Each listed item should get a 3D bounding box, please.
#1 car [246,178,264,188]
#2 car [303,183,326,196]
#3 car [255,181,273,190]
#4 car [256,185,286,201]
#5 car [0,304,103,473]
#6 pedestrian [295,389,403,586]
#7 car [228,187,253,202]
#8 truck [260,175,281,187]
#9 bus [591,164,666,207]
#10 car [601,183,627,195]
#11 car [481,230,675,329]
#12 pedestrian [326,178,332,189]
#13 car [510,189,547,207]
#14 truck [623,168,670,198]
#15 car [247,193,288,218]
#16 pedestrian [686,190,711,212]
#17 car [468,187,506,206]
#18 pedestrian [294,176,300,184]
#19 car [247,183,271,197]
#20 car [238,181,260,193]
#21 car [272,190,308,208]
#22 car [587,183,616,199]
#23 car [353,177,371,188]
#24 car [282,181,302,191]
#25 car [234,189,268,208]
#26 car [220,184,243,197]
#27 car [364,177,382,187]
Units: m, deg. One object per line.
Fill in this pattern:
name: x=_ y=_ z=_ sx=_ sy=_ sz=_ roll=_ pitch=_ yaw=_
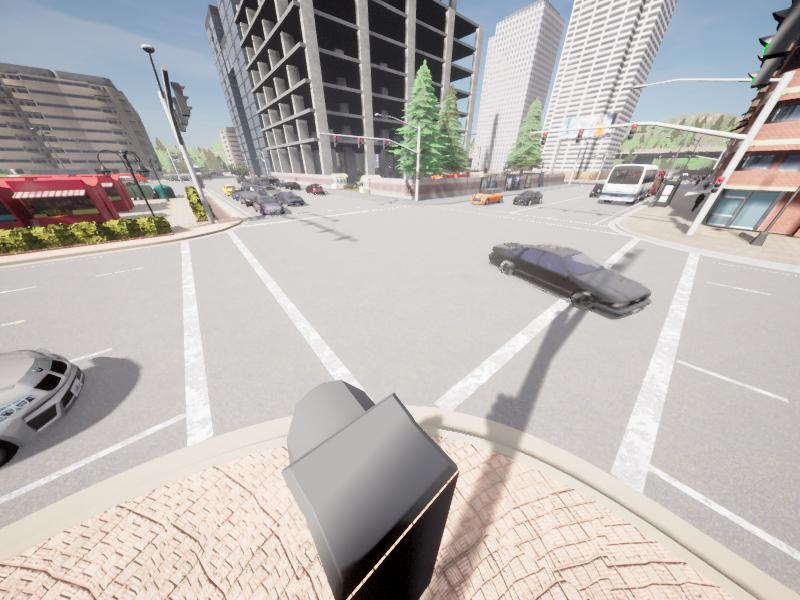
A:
car: x=-32.368 y=-26.160 z=51.584 sx=2.152 sy=1.651 sz=5.027 roll=-23 pitch=37 yaw=-34
car: x=-13.927 y=-18.001 z=37.465 sx=1.851 sy=1.617 sz=3.988 roll=-23 pitch=37 yaw=-34
car: x=-27.697 y=-23.301 z=46.885 sx=1.994 sy=1.385 sz=4.181 roll=-23 pitch=37 yaw=-34
car: x=-17.959 y=-14.993 z=32.193 sx=2.242 sy=1.667 sz=4.611 roll=-23 pitch=37 yaw=-34
car: x=-7.986 y=1.961 z=2.938 sx=4.611 sy=1.667 sz=2.242 roll=-22 pitch=37 yaw=-34
pedestrian: x=-0.467 y=1.961 z=2.395 sx=0.751 sy=1.860 sz=0.751 roll=-12 pitch=32 yaw=-20
car: x=-21.746 y=-14.437 z=31.426 sx=1.816 sy=1.474 sz=4.193 roll=-23 pitch=37 yaw=-34
truck: x=-30.214 y=-27.803 z=53.953 sx=2.390 sy=2.098 sz=6.274 roll=-23 pitch=37 yaw=-34
bus: x=29.081 y=-14.753 z=29.311 sx=10.273 sy=4.253 sz=3.944 roll=-23 pitch=37 yaw=-34
car: x=36.103 y=-18.722 z=38.890 sx=5.366 sy=1.575 sz=1.801 roll=-23 pitch=37 yaw=-34
car: x=5.784 y=-1.226 z=8.662 sx=2.033 sy=1.411 sz=5.357 roll=-13 pitch=32 yaw=-21
pedestrian: x=-13.756 y=-22.511 z=44.674 sx=0.751 sy=1.860 sz=0.751 roll=-3 pitch=30 yaw=-6
car: x=15.622 y=-12.414 z=28.014 sx=4.892 sy=1.490 sz=1.837 roll=-23 pitch=37 yaw=-34
truck: x=38.913 y=-18.603 z=36.395 sx=8.468 sy=3.827 sz=2.891 roll=-23 pitch=37 yaw=-34
car: x=-12.782 y=-9.214 z=22.229 sx=2.033 sy=1.649 sz=4.856 roll=-23 pitch=37 yaw=-34
pedestrian: x=28.994 y=-9.613 z=22.442 sx=0.751 sy=1.860 sz=0.751 roll=-20 pitch=36 yaw=-31
car: x=10.696 y=-12.768 z=28.325 sx=4.553 sy=1.767 sz=2.097 roll=-23 pitch=37 yaw=-34
pedestrian: x=-25.202 y=-29.338 z=56.501 sx=0.751 sy=1.860 sz=0.751 roll=-23 pitch=37 yaw=-34
car: x=-22.624 y=-17.681 z=36.989 sx=2.038 sy=1.542 sz=4.974 roll=-23 pitch=37 yaw=-34
car: x=-27.408 y=-20.545 z=41.840 sx=1.930 sy=1.638 sz=5.238 roll=-23 pitch=37 yaw=-34
car: x=-13.085 y=-12.005 z=27.294 sx=2.033 sy=1.411 sz=5.357 roll=-23 pitch=37 yaw=-34
car: x=29.977 y=-16.310 z=34.363 sx=3.866 sy=1.878 sz=1.905 roll=-23 pitch=37 yaw=-34
car: x=-8.128 y=-24.929 z=48.916 sx=1.905 sy=1.878 sz=3.866 roll=-23 pitch=37 yaw=-34
car: x=-20.828 y=-22.030 z=44.514 sx=1.882 sy=1.535 sz=5.008 roll=-23 pitch=37 yaw=-34
car: x=-17.514 y=-11.947 z=27.107 sx=2.163 sy=1.488 sz=4.792 roll=-23 pitch=37 yaw=-34
car: x=-26.393 y=-17.199 z=36.147 sx=1.882 sy=1.535 sz=5.008 roll=-23 pitch=37 yaw=-34
car: x=-5.875 y=-25.875 z=50.553 sx=1.905 sy=1.878 sz=3.866 roll=-23 pitch=37 yaw=-34
